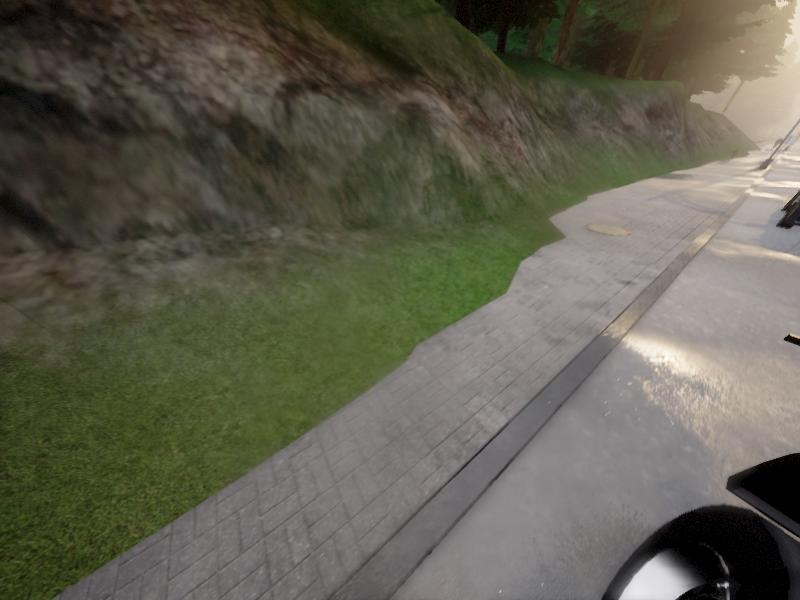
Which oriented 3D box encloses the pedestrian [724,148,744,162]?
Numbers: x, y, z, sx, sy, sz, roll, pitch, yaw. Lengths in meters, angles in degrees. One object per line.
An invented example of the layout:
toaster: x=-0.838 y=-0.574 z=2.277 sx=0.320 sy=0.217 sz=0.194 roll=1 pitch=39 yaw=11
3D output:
pedestrian: x=31.737 y=-13.774 z=21.962 sx=0.500 sy=1.100 sz=0.500 roll=-15 pitch=38 yaw=-20

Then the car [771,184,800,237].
car: x=13.051 y=-2.867 z=6.402 sx=4.611 sy=1.667 sz=2.242 roll=-22 pitch=41 yaw=-28
